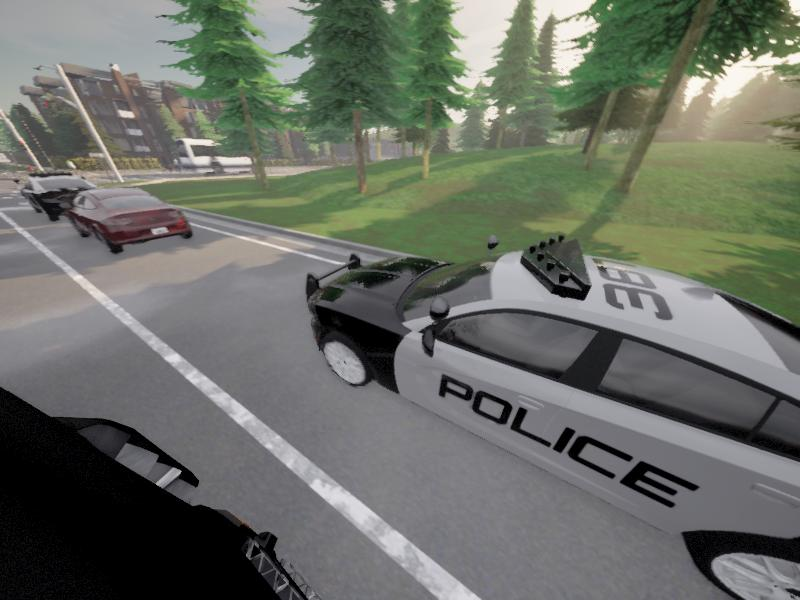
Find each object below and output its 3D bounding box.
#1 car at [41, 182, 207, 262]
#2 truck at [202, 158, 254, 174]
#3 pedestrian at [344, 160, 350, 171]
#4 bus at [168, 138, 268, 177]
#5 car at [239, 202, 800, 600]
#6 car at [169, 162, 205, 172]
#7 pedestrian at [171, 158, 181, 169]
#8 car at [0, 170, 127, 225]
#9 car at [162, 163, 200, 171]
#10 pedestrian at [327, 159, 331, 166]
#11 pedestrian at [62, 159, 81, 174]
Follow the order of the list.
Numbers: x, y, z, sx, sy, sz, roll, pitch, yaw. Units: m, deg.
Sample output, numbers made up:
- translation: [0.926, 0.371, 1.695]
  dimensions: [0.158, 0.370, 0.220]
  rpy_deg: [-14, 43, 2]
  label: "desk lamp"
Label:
- translation: [-8.376, -2.597, 7.026]
  dimensions: [4.674, 1.442, 1.812]
  rpy_deg: [17, 35, 25]
  label: "car"
- translation: [-28.158, -22.136, 38.189]
  dimensions: [2.390, 2.098, 6.274]
  rpy_deg: [17, 35, 25]
  label: "truck"
- translation: [-10.213, -25.847, 44.482]
  dimensions: [0.751, 1.860, 0.751]
  rpy_deg: [18, 35, 26]
  label: "pedestrian"
- translation: [-26.329, -21.155, 34.535]
  dimensions: [3.944, 4.253, 10.273]
  rpy_deg: [17, 35, 25]
  label: "bus"
- translation: [1.165, 0.275, 2.280]
  dimensions: [5.238, 1.638, 1.930]
  rpy_deg: [17, 35, 25]
  label: "car"
- translation: [-38.784, -24.332, 42.212]
  dimensions: [1.816, 1.474, 4.193]
  rpy_deg: [17, 35, 25]
  label: "car"
- translation: [-46.691, -28.496, 48.212]
  dimensions: [0.751, 1.860, 0.751]
  rpy_deg: [20, 36, 28]
  label: "pedestrian"
- translation: [-14.744, -4.662, 10.119]
  dimensions: [5.238, 1.638, 1.930]
  rpy_deg: [17, 35, 25]
  label: "car"
- translation: [-41.639, -25.350, 44.007]
  dimensions: [1.895, 1.301, 4.718]
  rpy_deg: [17, 35, 25]
  label: "car"
- translation: [-24.738, -47.953, 80.617]
  dimensions: [0.751, 1.860, 0.751]
  rpy_deg: [17, 35, 24]
  label: "pedestrian"
- translation: [-47.991, -19.562, 33.781]
  dimensions: [0.751, 1.860, 0.751]
  rpy_deg: [14, 34, 21]
  label: "pedestrian"
